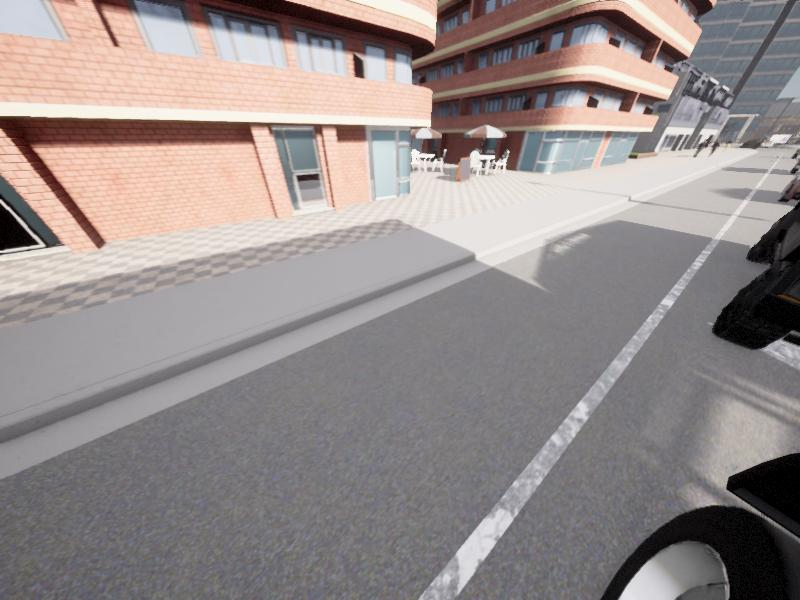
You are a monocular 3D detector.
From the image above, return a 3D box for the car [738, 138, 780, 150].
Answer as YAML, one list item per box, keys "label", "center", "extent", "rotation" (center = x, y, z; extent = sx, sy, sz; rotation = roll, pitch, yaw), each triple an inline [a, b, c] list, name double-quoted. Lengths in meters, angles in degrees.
- label: "car"
  center: [72.158, -31.506, 46.544]
  extent: [1.932, 1.855, 4.605]
  rotation: [10, 36, 15]

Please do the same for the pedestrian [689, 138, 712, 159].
- label: "pedestrian"
  center: [33.378, -16.842, 25.697]
  extent: [0.751, 1.860, 0.751]
  rotation: [-27, 43, -32]

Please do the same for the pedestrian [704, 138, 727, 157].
- label: "pedestrian"
  center: [37.495, -18.105, 27.472]
  extent: [0.751, 1.860, 0.751]
  rotation: [-24, 42, -30]

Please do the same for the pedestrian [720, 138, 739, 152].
- label: "pedestrian"
  center: [50.710, -23.859, 35.543]
  extent: [0.751, 1.860, 0.751]
  rotation: [-14, 37, -18]

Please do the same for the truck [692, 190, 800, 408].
- label: "truck"
  center: [6.860, -0.599, 2.929]
  extent: [6.274, 2.098, 2.390]
  rotation: [-22, 40, -28]

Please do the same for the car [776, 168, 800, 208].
- label: "car"
  center: [17.255, -4.592, 9.133]
  extent: [4.181, 1.385, 1.994]
  rotation: [-23, 41, -29]

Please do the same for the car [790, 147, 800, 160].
- label: "car"
  center: [46.463, -16.906, 25.969]
  extent: [4.605, 1.855, 1.932]
  rotation: [-23, 41, -28]

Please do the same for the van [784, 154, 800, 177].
- label: "van"
  center: [28.852, -9.669, 15.676]
  extent: [4.480, 2.038, 2.069]
  rotation: [-23, 41, -28]
